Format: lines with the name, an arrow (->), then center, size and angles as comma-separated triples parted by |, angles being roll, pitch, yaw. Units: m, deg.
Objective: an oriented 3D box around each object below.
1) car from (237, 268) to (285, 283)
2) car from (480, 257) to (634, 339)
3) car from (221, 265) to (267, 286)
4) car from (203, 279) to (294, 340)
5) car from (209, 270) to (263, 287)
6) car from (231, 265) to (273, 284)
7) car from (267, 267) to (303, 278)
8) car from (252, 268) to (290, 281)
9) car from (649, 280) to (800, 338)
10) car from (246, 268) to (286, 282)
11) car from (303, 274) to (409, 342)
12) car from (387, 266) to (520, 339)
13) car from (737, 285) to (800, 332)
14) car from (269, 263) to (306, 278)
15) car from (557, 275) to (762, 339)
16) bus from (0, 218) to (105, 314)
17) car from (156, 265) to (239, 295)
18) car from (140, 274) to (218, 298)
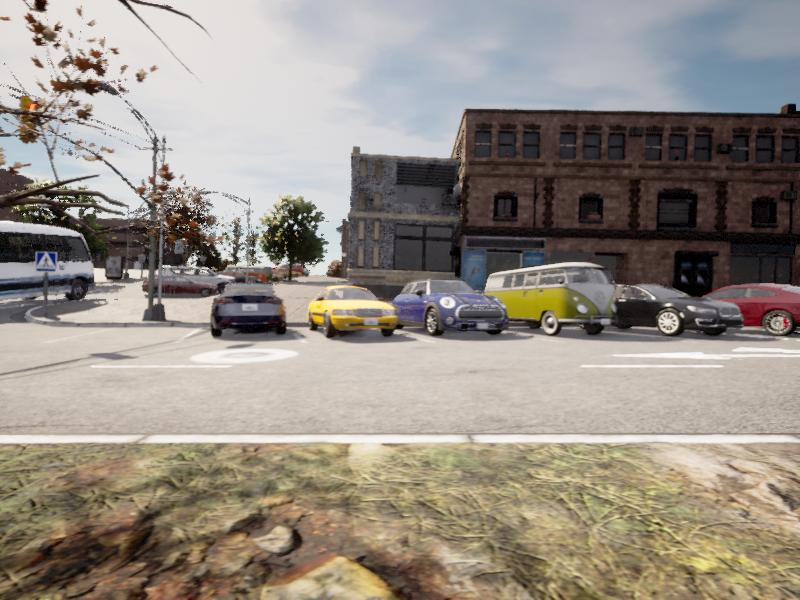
car -> -17.059, -3.008, 49.224 | 5.366, 1.575, 1.946 | 1, 5, -25
car -> 4.405, -0.007, 12.096 | 1.878, 1.987, 4.442 | 1, -1, -20
car -> -16.790, -2.668, 43.068 | 4.442, 1.987, 1.878 | 1, 6, -25
car -> -4.654, 0.265, 12.417 | 2.163, 1.488, 4.792 | 0, -1, -21
car -> -16.443, -2.160, 40.145 | 4.892, 1.521, 2.231 | 1, 5, -25
car -> -17.056, -2.950, 46.072 | 4.442, 1.987, 1.878 | 1, 6, -25
car -> -18.452, -4.417, 64.203 | 5.366, 1.575, 1.946 | 1, 5, -26
car -> -17.772, -3.531, 55.150 | 4.674, 1.452, 2.002 | 0, 5, -25
car -> 10.401, 0.254, 12.082 | 2.002, 1.452, 4.674 | 0, -1, -19
car -> -17.489, -3.248, 52.148 | 4.674, 1.452, 2.002 | 1, 6, -25
car -> -1.613, 0.221, 12.068 | 1.946, 1.575, 5.366 | 1, -1, -20
car -> 1.334, 0.098, 12.263 | 2.185, 1.767, 4.553 | 1, -1, -20
car -> 13.425, 0.251, 12.005 | 2.002, 1.452, 4.674 | 1, -1, -18
car -> -18.930, -4.948, 67.083 | 5.566, 2.045, 2.435 | 0, 6, -26
car -> 7.384, 0.219, 12.160 | 2.231, 1.521, 4.892 | 1, -1, -19
bus -> -19.848, -1.732, 19.280 | 3.944, 4.253, 10.273 | 2, 6, -3
car -> -15.610, -1.567, 31.146 | 5.566, 2.045, 2.435 | 1, 5, -25
car -> -15.377, -0.996, 28.162 | 4.674, 1.452, 2.002 | 1, 5, -25
